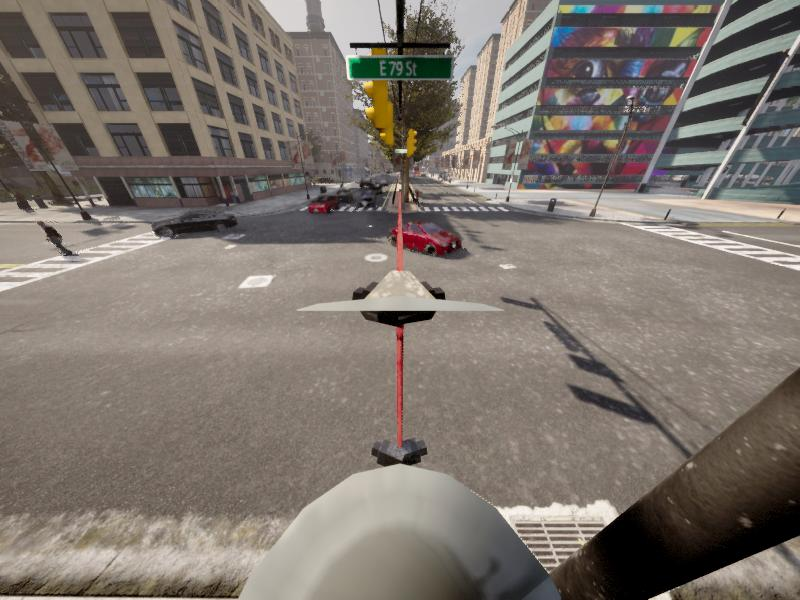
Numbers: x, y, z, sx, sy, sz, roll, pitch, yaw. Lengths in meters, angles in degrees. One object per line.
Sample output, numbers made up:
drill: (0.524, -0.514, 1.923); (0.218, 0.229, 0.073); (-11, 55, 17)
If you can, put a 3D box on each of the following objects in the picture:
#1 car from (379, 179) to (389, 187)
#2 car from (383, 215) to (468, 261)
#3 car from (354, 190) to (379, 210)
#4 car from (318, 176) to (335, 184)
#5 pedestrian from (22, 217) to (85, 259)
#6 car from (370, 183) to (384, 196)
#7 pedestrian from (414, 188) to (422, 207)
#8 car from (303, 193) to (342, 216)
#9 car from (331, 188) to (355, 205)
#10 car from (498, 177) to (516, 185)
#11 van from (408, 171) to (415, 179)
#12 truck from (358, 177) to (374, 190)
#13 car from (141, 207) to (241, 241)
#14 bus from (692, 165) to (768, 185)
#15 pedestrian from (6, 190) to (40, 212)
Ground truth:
car: (-3.641, -27.029, 53.428); (2.033, 1.411, 5.357); (0, 30, 0)
car: (1.274, -3.590, 12.854); (4.181, 1.385, 1.994); (24, 38, 36)
car: (-3.711, -11.485, 26.387); (2.128, 1.511, 4.902); (0, 30, 0)
car: (-19.828, -32.624, 62.620); (3.866, 1.878, 1.905); (0, 30, 1)
pedestrian: (-17.017, -3.068, 11.411); (0.751, 1.860, 0.751); (0, 30, 0)
car: (-3.693, -17.772, 37.180); (1.851, 1.617, 3.988); (0, 30, 0)
pedestrian: (1.930, -11.209, 25.222); (0.751, 1.860, 0.751); (2, 30, 3)
car: (-7.662, -9.793, 23.442); (2.007, 1.525, 4.514); (3, 30, 5)
car: (-7.236, -13.378, 29.681); (1.837, 1.490, 4.892); (0, 30, 0)
car: (27.196, -30.383, 58.961); (2.161, 1.482, 4.786); (0, 30, 0)
van: (4.486, -49.837, 91.890); (2.351, 2.431, 6.366); (0, 30, 0)
truck: (-7.049, -24.755, 48.784); (2.390, 2.098, 6.274); (0, 30, -1)
car: (-13.830, -5.320, 15.775); (4.674, 1.442, 1.812); (-16, 34, -25)
bus: (85.533, -32.722, 60.422); (3.944, 4.253, 10.273); (-1, 29, -1)
pedestrian: (-36.324, -9.520, 22.282); (0.751, 1.860, 0.751); (-2, 30, -3)
